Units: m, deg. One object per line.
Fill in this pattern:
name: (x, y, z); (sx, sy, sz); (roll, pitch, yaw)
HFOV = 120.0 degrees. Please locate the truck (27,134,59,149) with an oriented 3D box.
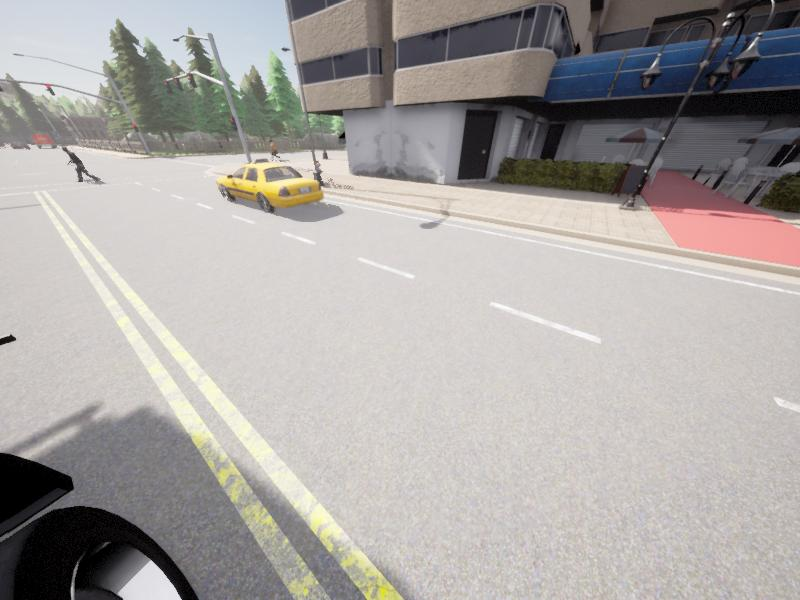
truck: (-76.982, -34.249, 49.853); (5.204, 2.467, 2.627); (22, 41, 28)

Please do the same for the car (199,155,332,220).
car: (-5.323, -4.609, 9.050); (5.366, 1.575, 1.801); (22, 41, 28)

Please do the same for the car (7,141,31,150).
car: (-76.177, -30.997, 46.205); (4.181, 1.385, 1.994); (23, 41, 28)

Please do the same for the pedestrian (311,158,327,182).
pedestrian: (-4.546, -7.276, 12.951); (0.500, 1.100, 0.500); (-23, 41, -30)

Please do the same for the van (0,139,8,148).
van: (-86.890, -33.487, 49.128); (1.775, 1.987, 4.442); (-26, 43, -31)

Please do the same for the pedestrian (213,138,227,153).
pedestrian: (-26.174, -22.498, 33.655); (0.751, 1.860, 0.751); (23, 41, 29)

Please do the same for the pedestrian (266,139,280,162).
pedestrian: (-12.538, -14.847, 22.889); (0.751, 1.860, 0.751); (-14, 38, -20)

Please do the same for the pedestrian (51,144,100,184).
pedestrian: (-18.166, -7.637, 12.974); (0.751, 1.860, 0.751); (22, 41, 28)
